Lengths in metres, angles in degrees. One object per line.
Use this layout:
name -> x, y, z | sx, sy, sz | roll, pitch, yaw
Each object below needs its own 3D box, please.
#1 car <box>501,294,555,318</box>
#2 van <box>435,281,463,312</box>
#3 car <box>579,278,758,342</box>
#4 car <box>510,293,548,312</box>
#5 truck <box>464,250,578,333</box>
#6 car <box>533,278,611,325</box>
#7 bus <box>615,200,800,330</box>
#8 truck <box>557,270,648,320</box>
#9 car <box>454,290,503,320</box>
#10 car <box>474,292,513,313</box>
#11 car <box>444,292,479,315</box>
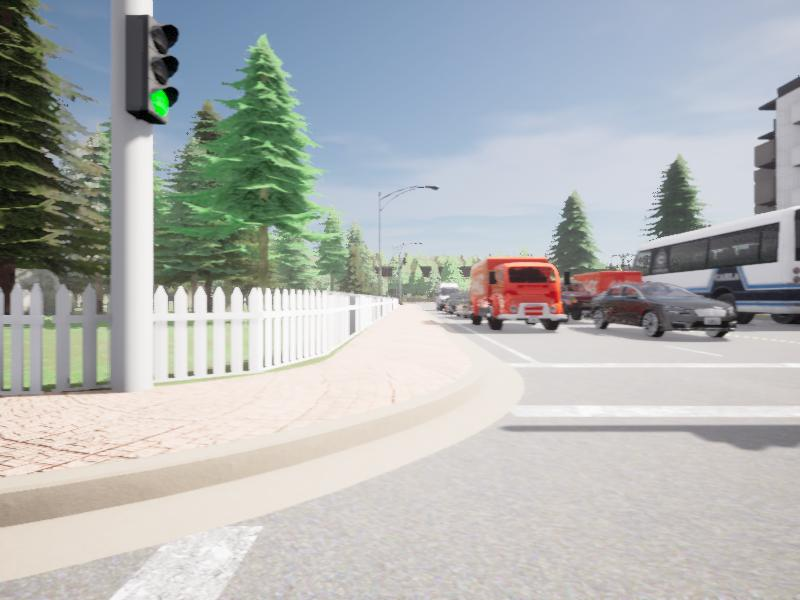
car -> 7.672, 0.342, 24.492 | 1.895, 1.301, 4.718 | 0, 0, 1
van -> 4.369, -0.281, 36.680 | 1.988, 2.561, 5.915 | 0, 0, 1
car -> 7.466, 0.236, 11.942 | 2.128, 1.511, 4.902 | 0, 0, 1
car -> 11.355, 0.221, 35.578 | 1.882, 1.535, 5.008 | 0, 0, 1
truck -> 4.008, -0.244, 14.458 | 2.627, 2.467, 5.204 | 0, 0, 1
car -> 7.563, 0.045, 18.016 | 1.905, 1.878, 3.866 | 0, 0, 1
bus -> 14.450, -1.134, 18.226 | 3.944, 4.253, 10.273 | 0, 0, 1
truck -> 11.139, -0.244, 22.606 | 2.627, 2.467, 5.204 | 0, 0, 1
car -> 4.127, 0.243, 21.814 | 1.837, 1.490, 4.892 | 0, 0, 1
car -> 7.829, 0.178, 34.006 | 2.152, 1.651, 5.027 | 0, 0, 1
car -> 4.235, 0.242, 28.374 | 1.837, 1.490, 4.892 | 0, 0, 1
